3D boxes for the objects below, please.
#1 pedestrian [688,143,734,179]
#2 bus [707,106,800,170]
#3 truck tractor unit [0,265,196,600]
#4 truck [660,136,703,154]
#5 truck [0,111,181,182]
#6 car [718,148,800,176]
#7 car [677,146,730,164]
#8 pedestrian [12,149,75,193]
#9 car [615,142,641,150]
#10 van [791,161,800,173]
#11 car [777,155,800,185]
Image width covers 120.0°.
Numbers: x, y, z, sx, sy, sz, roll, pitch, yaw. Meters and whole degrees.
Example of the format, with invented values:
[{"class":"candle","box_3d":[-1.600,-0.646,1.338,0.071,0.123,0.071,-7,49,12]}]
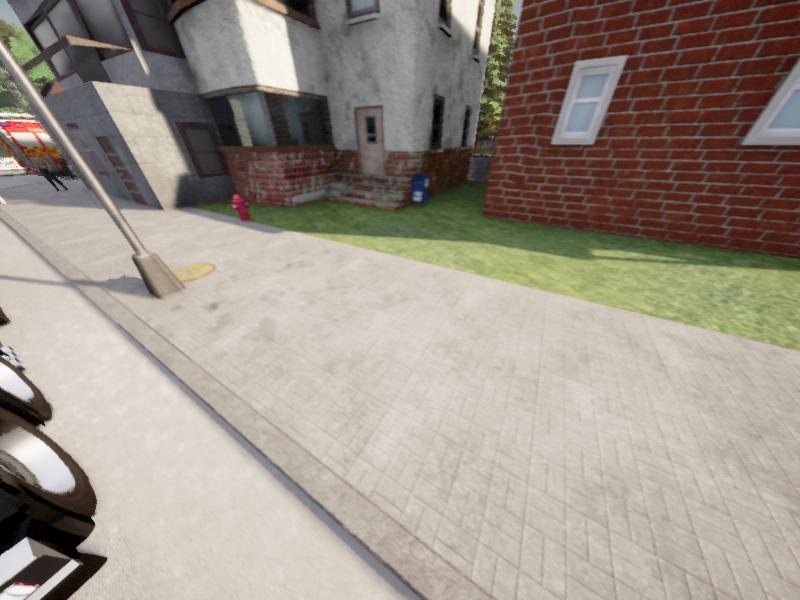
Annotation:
[{"class":"pedestrian","box_3d":[19.400,-8.707,14.479,0.751,1.860,0.751,17,38,23]},{"class":"bus","box_3d":[35.651,-15.239,21.844,3.944,4.253,10.273,18,39,24]},{"class":"truck tractor unit","box_3d":[-5.112,-0.300,0.785,6.516,4.208,3.053,18,39,24]},{"class":"truck","box_3d":[48.215,-26.697,39.749,2.627,2.467,5.204,17,38,23]},{"class":"truck","box_3d":[-24.235,-12.280,18.525,2.891,3.827,8.468,14,37,19]},{"class":"car","box_3d":[27.891,-10.848,17.984,1.882,1.535,5.008,18,39,24]},{"class":"car","box_3d":[33.161,-16.057,25.456,1.837,1.490,4.892,18,39,24]},{"class":"pedestrian","box_3d":[-17.957,-6.544,11.706,0.751,1.860,0.751,-20,39,-25]},{"class":"car","box_3d":[51.472,-34.828,52.273,1.816,1.474,4.193,3,35,4]},{"class":"van","box_3d":[31.198,-9.770,15.964,2.069,2.038,4.480,18,39,24]},{"class":"car","box_3d":[24.069,-6.980,12.610,1.994,1.385,4.181,19,39,25]}]
